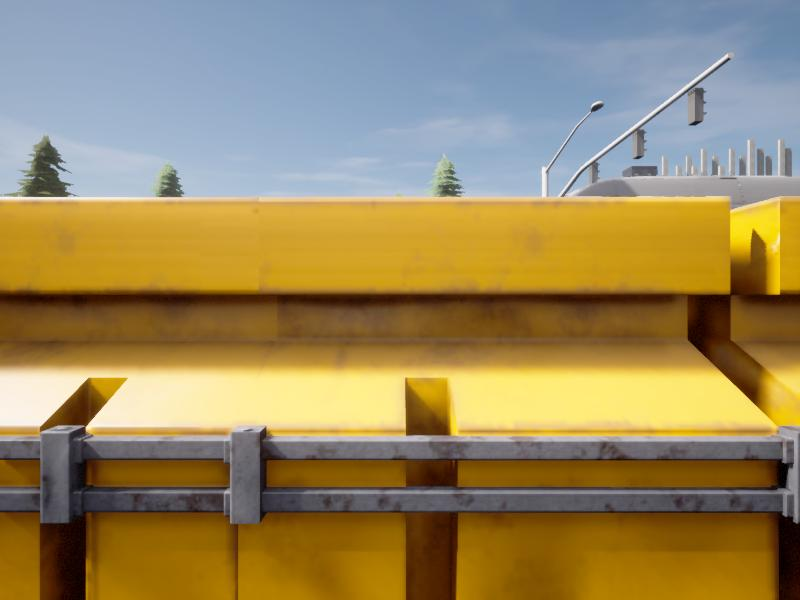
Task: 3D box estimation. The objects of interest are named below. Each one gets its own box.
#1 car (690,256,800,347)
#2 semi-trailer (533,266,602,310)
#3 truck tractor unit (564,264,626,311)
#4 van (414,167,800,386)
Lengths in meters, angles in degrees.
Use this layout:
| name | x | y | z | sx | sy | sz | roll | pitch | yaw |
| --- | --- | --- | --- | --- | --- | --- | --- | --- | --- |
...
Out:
| name | x | y | z | sx | sy | sz | roll | pitch | yaw |
| --- | --- | --- | --- | --- | --- | --- | --- | --- | --- |
| car | 9.684 | 0.053 | 9.198 | 4.605 | 1.855 | 1.932 | 1 | 0 | 0 |
| semi-trailer | 19.116 | -1.221 | 47.058 | 2.717 | 4.402 | 14.254 | 0 | 0 | 2 |
| truck tractor unit | 18.799 | -1.118 | 39.152 | 3.053 | 4.208 | 6.516 | 0 | 0 | 2 |
| van | 3.199 | -0.277 | 5.705 | 5.915 | 2.561 | 1.988 | 0 | 0 | 0 |
